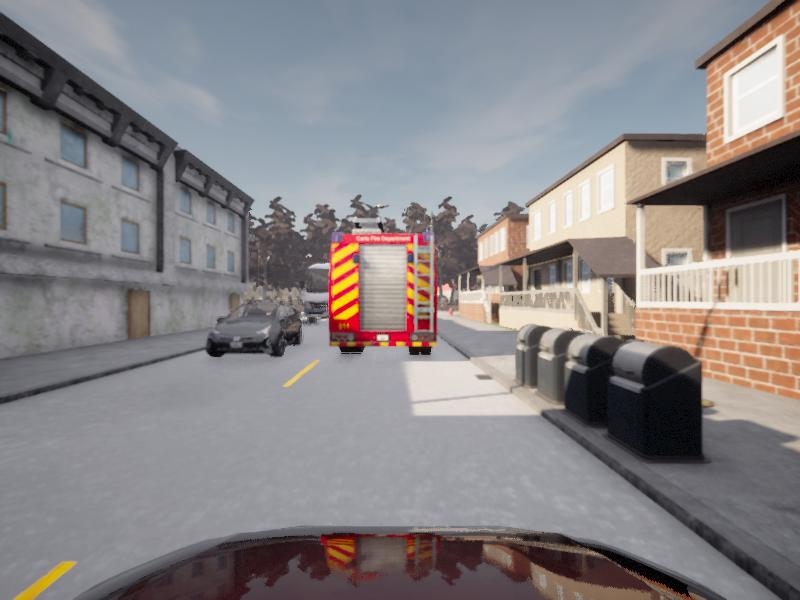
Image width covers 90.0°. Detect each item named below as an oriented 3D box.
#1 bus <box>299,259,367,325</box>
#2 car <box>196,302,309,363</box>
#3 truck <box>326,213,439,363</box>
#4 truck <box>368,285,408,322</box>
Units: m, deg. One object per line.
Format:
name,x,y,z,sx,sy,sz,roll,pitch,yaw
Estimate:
bus,-4.717,-0.492,30.725,3.944,4.253,10.273,0,0,-3
car,-4.271,0.845,12.478,2.007,1.525,4.514,0,0,-2
truck,-0.371,-0.303,14.436,2.891,3.827,8.468,0,0,1
truck,-0.756,0.356,29.477,2.627,2.467,5.204,0,-3,1
